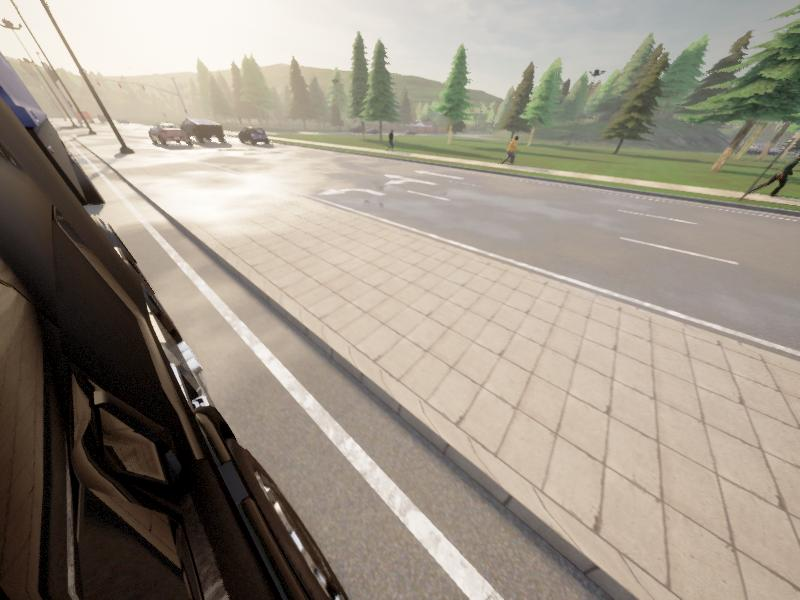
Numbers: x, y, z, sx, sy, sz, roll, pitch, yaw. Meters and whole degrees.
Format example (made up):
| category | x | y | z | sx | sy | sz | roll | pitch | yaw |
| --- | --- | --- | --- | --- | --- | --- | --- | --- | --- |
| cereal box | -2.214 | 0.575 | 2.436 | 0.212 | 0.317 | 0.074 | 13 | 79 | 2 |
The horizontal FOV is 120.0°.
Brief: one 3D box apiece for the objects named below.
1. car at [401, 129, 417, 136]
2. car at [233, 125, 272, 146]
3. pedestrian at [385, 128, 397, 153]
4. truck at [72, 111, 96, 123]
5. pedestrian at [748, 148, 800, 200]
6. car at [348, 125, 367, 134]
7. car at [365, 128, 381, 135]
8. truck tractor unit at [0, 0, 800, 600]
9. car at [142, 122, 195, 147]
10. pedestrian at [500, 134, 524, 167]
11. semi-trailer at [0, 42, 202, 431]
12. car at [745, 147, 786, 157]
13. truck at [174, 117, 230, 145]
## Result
| category | x | y | z | sx | sy | sz | roll | pitch | yaw |
| --- | --- | --- | --- | --- | --- | --- | --- | --- | --- |
| car | 2.890 | -52.938 | 73.020 | 2.128 | 1.511 | 4.902 | 28 | 44 | 30 |
| car | -16.275 | -18.132 | 25.457 | 3.988 | 1.617 | 1.851 | 28 | 44 | 30 |
| pedestrian | -0.817 | -14.842 | 21.481 | 0.751 | 1.860 | 0.751 | 28 | 44 | 30 |
| truck | -82.601 | -47.784 | 60.304 | 5.204 | 2.467 | 2.627 | 28 | 44 | 30 |
| pedestrian | 16.707 | -5.494 | 10.069 | 0.751 | 1.860 | 0.751 | 29 | 45 | 31 |
| car | -12.936 | -52.131 | 70.524 | 2.150 | 2.045 | 5.566 | 28 | 44 | 30 |
| car | -7.795 | -48.920 | 66.999 | 1.837 | 1.490 | 4.892 | 28 | 44 | 30 |
| truck tractor unit | -2.645 | -0.295 | 0.351 | 6.516 | 4.208 | 3.053 | 28 | 44 | 30 |
| car | -21.780 | -15.569 | 21.714 | 5.027 | 1.651 | 2.152 | 28 | 44 | 29 |
| pedestrian | 7.725 | -10.310 | 15.951 | 0.751 | 1.860 | 0.751 | 29 | 44 | 31 |
| semi-trailer | -8.688 | -3.610 | 4.242 | 14.254 | 4.402 | 2.717 | 28 | 44 | 30 |
| car | 71.213 | -28.857 | 45.095 | 4.718 | 1.301 | 1.895 | 0 | 37 | -4 |
| truck | -21.471 | -18.329 | 25.006 | 6.274 | 2.098 | 2.390 | 28 | 44 | 30 |
